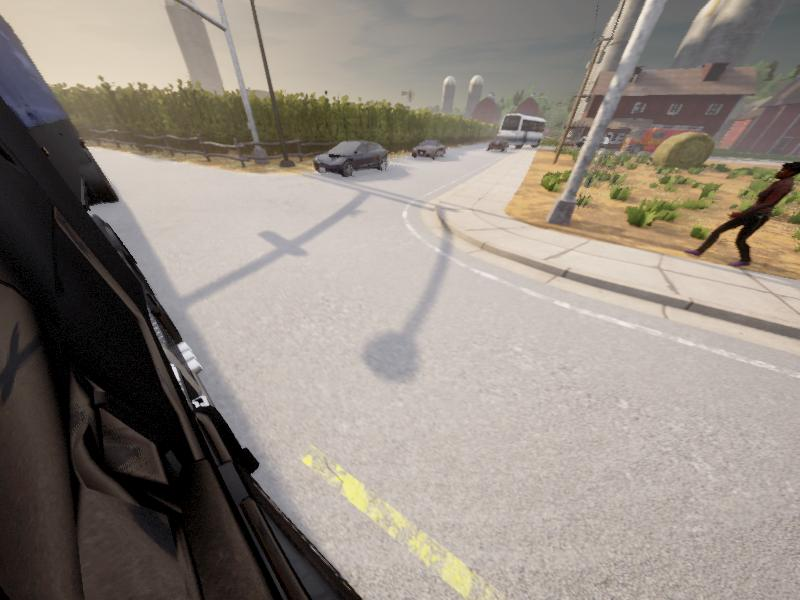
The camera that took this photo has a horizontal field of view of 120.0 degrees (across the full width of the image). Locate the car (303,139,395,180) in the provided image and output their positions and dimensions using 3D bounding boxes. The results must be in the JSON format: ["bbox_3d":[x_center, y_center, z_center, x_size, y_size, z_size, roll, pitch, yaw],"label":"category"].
[{"bbox_3d":[-2.527,-7.950,12.834,2.163,1.488,4.792,22,41,24],"label":"car"}]

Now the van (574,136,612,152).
[{"bbox_3d":[33.171,-26.977,39.907,4.480,2.038,2.069,18,40,20],"label":"van"}]

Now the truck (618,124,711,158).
[{"bbox_3d":[41.046,-25.122,36.467,8.468,3.827,2.891,18,40,19],"label":"truck"}]

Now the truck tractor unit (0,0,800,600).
[{"bbox_3d":[-2.645,-0.295,0.351,6.516,4.208,3.053,28,44,30],"label":"truck tractor unit"}]

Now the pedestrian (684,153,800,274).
[{"bbox_3d":[6.515,-1.549,4.244,0.751,1.860,0.751,28,44,30],"label":"pedestrian"}]

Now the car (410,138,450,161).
[{"bbox_3d":[2.693,-13.339,20.422,1.994,1.385,4.181,19,40,20],"label":"car"}]

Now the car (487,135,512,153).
[{"bbox_3d":[13.354,-21.087,31.053,2.097,1.767,4.553,19,40,20],"label":"car"}]

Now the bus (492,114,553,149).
[{"bbox_3d":[20.170,-27.535,37.994,10.273,4.253,3.944,-26,46,-34],"label":"bus"}]

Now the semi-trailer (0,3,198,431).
[{"bbox_3d":[-8.509,-3.734,4.397,14.254,4.402,2.717,30,45,32],"label":"semi-trailer"}]
